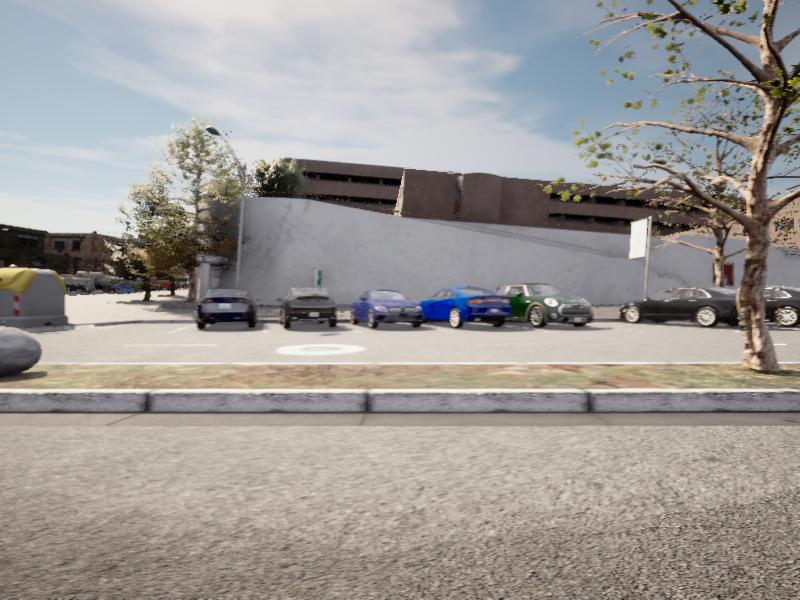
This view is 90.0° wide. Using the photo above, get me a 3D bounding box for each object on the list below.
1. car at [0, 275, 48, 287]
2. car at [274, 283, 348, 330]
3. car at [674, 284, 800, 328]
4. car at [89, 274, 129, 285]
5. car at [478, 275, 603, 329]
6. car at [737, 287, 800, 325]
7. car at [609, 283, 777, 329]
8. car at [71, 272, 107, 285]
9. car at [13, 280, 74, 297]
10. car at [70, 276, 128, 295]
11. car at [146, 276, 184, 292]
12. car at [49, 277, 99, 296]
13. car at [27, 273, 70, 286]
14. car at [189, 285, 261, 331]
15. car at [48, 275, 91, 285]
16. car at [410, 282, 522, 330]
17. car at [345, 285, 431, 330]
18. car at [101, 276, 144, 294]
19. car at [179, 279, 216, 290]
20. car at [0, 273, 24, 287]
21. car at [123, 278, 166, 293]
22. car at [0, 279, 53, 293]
[{"bbox_3d":[-53.948,-2.793,57.508,4.792,1.488,2.163,1,4,-1],"label":"car"},{"bbox_3d":[-3.632,0.252,15.524,2.231,1.521,4.892,0,-1,-19],"label":"car"},{"bbox_3d":[14.084,0.221,15.875,2.231,1.521,4.892,0,-1,-22],"label":"car"},{"bbox_3d":[-49.900,-3.526,68.629,5.366,1.575,1.946,1,4,-1],"label":"car"},{"bbox_3d":[5.220,0.105,15.615,2.185,1.767,4.553,0,-1,-21],"label":"car"},{"bbox_3d":[17.040,0.221,16.028,2.231,1.521,4.892,0,-1,-23],"label":"car"},{"bbox_3d":[11.131,0.223,15.747,2.231,1.521,4.892,0,-1,-22],"label":"car"},{"bbox_3d":[-51.157,-3.580,65.836,4.442,1.987,1.878,1,4,-1],"label":"car"},{"bbox_3d":[-40.227,-1.283,45.210,5.008,1.535,2.097,3,4,1],"label":"car"},{"bbox_3d":[-38.105,-1.883,50.777,5.566,2.045,2.435,3,5,1],"label":"car"},{"bbox_3d":[-34.763,-2.375,59.189,4.442,1.987,1.878,3,4,1],"label":"car"},{"bbox_3d":[-39.028,-1.675,47.988,4.442,1.987,1.878,3,4,1],"label":"car"},{"bbox_3d":[-52.927,-3.123,60.281,4.553,1.767,2.185,1,4,-1],"label":"car"},{"bbox_3d":[-6.597,0.292,15.599,2.163,1.488,4.792,0,-1,-19],"label":"car"},{"bbox_3d":[-52.010,-3.176,63.081,5.008,1.535,2.097,1,4,-1],"label":"car"},{"bbox_3d":[2.277,0.236,15.533,2.097,1.535,5.008,0,-1,-20],"label":"car"},{"bbox_3d":[-0.673,0.283,15.524,2.002,1.452,4.674,0,-1,-20],"label":"car"},{"bbox_3d":[-37.128,-2.037,53.578,4.442,1.987,1.878,3,5,1],"label":"car"},{"bbox_3d":[-32.770,-2.507,64.816,4.892,1.521,2.231,3,5,0],"label":"car"},{"bbox_3d":[-54.839,-2.769,54.711,4.553,1.767,2.185,1,4,-1],"label":"car"},{"bbox_3d":[-35.980,-2.108,56.393,4.553,1.767,2.185,3,4,1],"label":"car"},{"bbox_3d":[-45.415,-1.744,48.339,2.128,1.511,4.902,4,5,19],"label":"car"}]
